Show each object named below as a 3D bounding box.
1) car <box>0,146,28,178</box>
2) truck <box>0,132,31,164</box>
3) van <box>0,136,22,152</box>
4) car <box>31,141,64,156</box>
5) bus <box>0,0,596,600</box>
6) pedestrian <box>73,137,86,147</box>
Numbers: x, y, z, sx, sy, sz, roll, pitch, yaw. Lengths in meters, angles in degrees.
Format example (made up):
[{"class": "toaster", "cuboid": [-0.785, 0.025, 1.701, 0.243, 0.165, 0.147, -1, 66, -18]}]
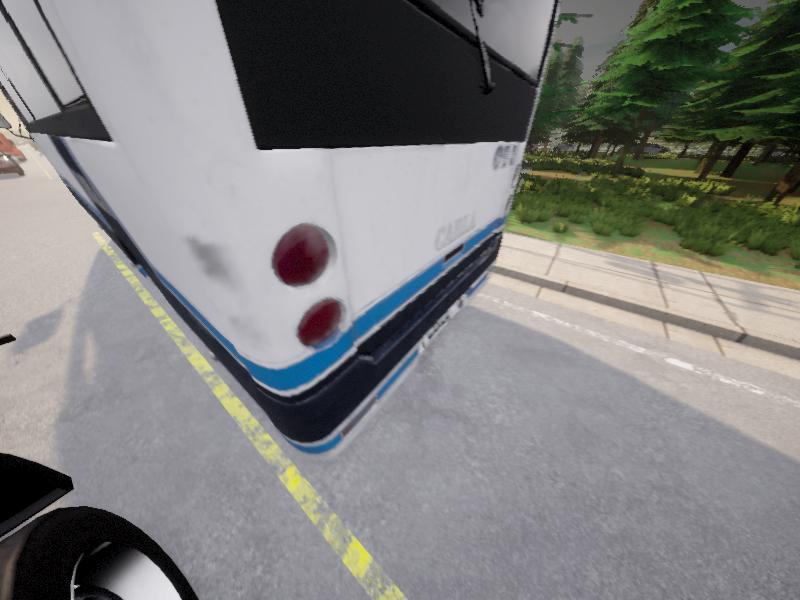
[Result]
[{"class": "car", "cuboid": [-26.874, -9.139, 15.247, 3.988, 1.617, 1.851, 23, 41, 29]}, {"class": "truck", "cuboid": [-38.971, -14.702, 22.287, 5.204, 2.467, 2.627, 23, 41, 29]}, {"class": "van", "cuboid": [-65.974, -26.132, 38.646, 4.480, 2.038, 2.069, 23, 41, 29]}, {"class": "car", "cuboid": [-49.467, -21.349, 32.413, 5.366, 1.575, 1.801, 23, 41, 29]}, {"class": "bus", "cuboid": [-3.582, -2.605, 3.894, 10.273, 4.253, 3.944, 24, 41, 29]}, {"class": "pedestrian", "cuboid": [-67.108, -33.134, 48.417, 0.751, 1.860, 0.751, 24, 41, 30]}]
